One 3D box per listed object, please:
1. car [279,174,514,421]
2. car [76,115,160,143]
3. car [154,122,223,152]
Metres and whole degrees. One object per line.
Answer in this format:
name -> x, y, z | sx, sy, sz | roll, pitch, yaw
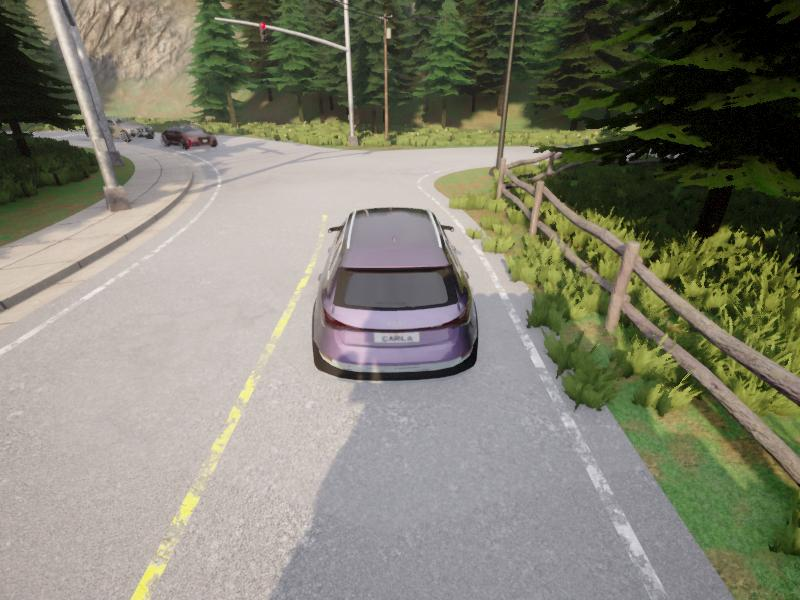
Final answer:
car -> -0.115, -0.593, 5.995 | 2.033, 1.649, 4.856 | -1, 27, -2
car -> -20.621, -12.582, 29.355 | 5.027, 1.651, 2.152 | 10, 29, 18
car -> -13.440, -10.417, 25.416 | 4.181, 1.385, 1.994 | 20, 33, 34
